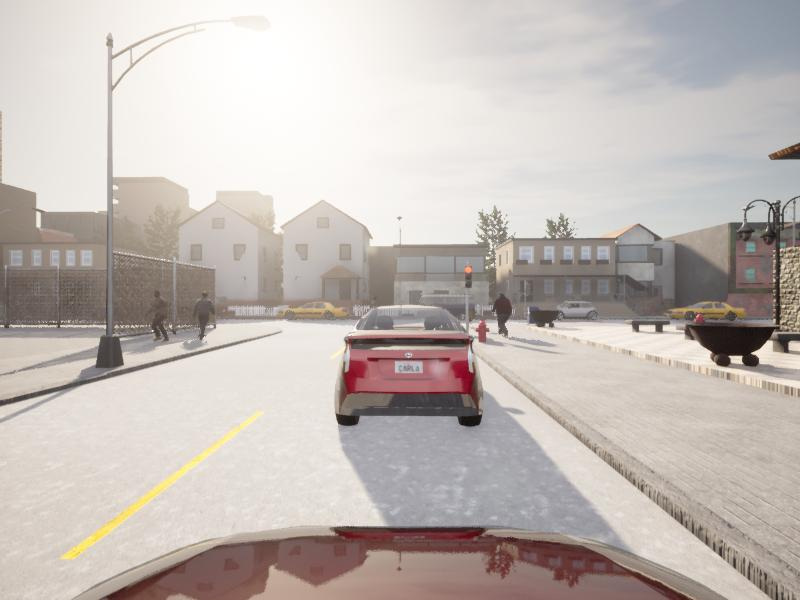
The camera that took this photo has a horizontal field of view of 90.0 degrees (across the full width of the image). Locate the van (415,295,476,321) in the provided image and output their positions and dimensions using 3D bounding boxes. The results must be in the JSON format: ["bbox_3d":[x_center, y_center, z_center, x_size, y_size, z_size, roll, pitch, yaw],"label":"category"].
[{"bbox_3d":[3.410,0.598,30.538,4.442,1.987,1.775,0,0,1],"label":"van"}]

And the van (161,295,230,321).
[{"bbox_3d":[-15.706,0.596,30.885,4.442,1.987,1.775,0,0,2],"label":"van"}]

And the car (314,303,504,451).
[{"bbox_3d":[0.137,0.828,6.489,2.007,1.525,4.514,0,0,1],"label":"car"}]

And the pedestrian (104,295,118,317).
[{"bbox_3d":[-24.646,0.533,34.135,0.751,1.860,0.751,0,0,-18],"label":"pedestrian"}]

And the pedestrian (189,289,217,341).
[{"bbox_3d":[-7.313,0.534,14.865,0.751,1.860,0.751,0,0,-12],"label":"pedestrian"}]

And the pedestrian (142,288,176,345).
[{"bbox_3d":[-8.229,0.534,13.663,0.751,1.860,0.751,0,0,33],"label":"pedestrian"}]

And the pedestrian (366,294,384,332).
[{"bbox_3d":[-1.241,0.637,19.813,0.751,1.860,0.751,0,0,8],"label":"pedestrian"}]

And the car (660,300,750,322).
[{"bbox_3d":[22.868,0.800,30.110,5.366,1.575,1.801,0,0,1],"label":"car"}]

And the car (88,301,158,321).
[{"bbox_3d":[-21.462,0.854,31.059,4.193,1.474,1.816,0,0,1],"label":"car"}]

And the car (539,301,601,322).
[{"bbox_3d":[12.809,0.853,30.331,3.806,1.475,1.970,0,0,1],"label":"car"}]

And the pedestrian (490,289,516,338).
[{"bbox_3d":[4.016,0.525,15.624,0.751,1.860,0.751,0,0,-13],"label":"pedestrian"}]

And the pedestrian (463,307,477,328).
[{"bbox_3d":[3.656,0.905,20.861,0.500,1.100,0.500,0,0,-41],"label":"pedestrian"}]

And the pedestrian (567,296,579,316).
[{"bbox_3d":[15.529,0.533,35.976,0.751,1.860,0.751,0,0,1],"label":"pedestrian"}]

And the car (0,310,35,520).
[{"bbox_3d":[-4.006,0.836,0.742,2.128,1.511,4.902,0,0,1],"label":"car"}]

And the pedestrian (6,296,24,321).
[{"bbox_3d":[-29.112,0.637,30.239,0.751,1.860,0.751,0,0,28],"label":"pedestrian"}]

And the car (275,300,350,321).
[{"bbox_3d":[-6.639,0.801,30.761,5.366,1.575,1.801,0,0,1],"label":"car"}]

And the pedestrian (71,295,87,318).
[{"bbox_3d":[-26.814,0.533,33.419,0.751,1.860,0.751,0,0,25],"label":"pedestrian"}]
